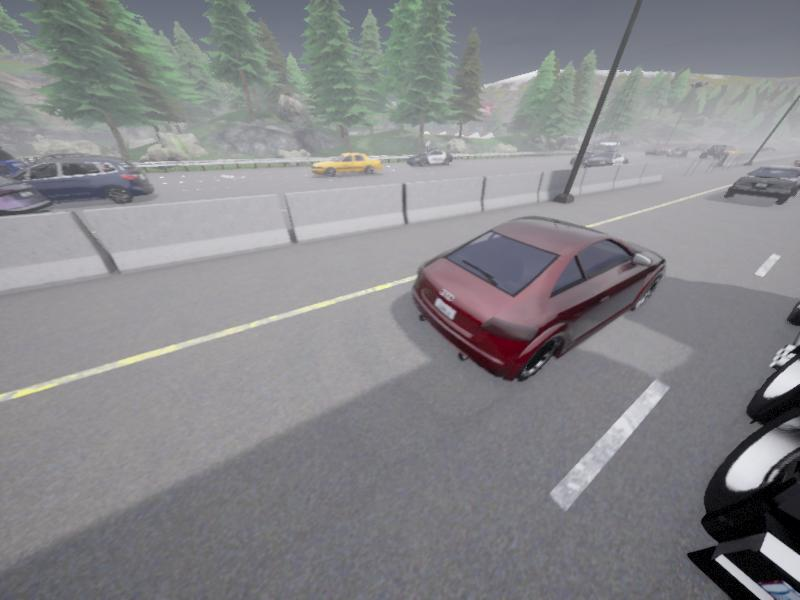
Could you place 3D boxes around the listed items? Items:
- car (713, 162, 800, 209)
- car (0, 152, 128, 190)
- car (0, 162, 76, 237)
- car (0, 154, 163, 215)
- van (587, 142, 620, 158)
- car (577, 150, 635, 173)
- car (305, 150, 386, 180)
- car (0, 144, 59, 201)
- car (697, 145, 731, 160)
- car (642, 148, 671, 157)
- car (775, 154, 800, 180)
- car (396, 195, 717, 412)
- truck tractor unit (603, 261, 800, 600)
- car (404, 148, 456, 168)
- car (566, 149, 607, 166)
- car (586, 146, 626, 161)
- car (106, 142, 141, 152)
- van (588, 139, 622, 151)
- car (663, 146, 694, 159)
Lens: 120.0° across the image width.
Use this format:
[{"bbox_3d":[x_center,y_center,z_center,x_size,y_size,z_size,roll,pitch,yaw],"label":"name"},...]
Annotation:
[{"bbox_3d":[17.931,-5.689,11.149,5.357,1.411,2.033,-18,39,-25],"label":"car"},{"bbox_3d":[-18.913,-7.476,13.228,3.705,1.549,1.789,-19,39,-24],"label":"car"},{"bbox_3d":[-13.108,-2.472,6.023,4.856,1.649,2.033,-18,39,-25],"label":"car"},{"bbox_3d":[-13.234,-4.765,9.285,4.611,1.667,2.242,-18,39,-25],"label":"car"},{"bbox_3d":[34.246,-25.242,38.860,4.480,2.038,2.069,-19,39,-24],"label":"van"},{"bbox_3d":[19.466,-13.204,21.850,4.974,1.542,2.038,-19,39,-24],"label":"car"},{"bbox_3d":[-3.885,-10.139,17.183,5.366,1.575,1.801,-18,39,-25],"label":"car"},{"bbox_3d":[-19.532,-5.148,9.450,5.566,2.045,2.150,-18,39,-25],"label":"car"},{"bbox_3d":[49.068,-23.126,36.098,3.866,1.878,1.905,-18,39,-25],"label":"car"},{"bbox_3d":[46.144,-26.546,41.514,4.718,1.301,1.895,-18,39,-25],"label":"car"},{"bbox_3d":[31.897,-10.362,17.880,4.974,1.542,2.038,-18,39,-25],"label":"car"},{"bbox_3d":[2.258,-0.502,3.561,4.181,1.385,1.994,-18,39,-25],"label":"car"},{"bbox_3d":[5.107,-0.302,0.796,6.516,4.208,3.053,-18,39,-25],"label":"truck tractor unit"},{"bbox_3d":[3.067,-14.732,23.898,4.974,1.542,2.038,-19,39,-24],"label":"car"},{"bbox_3d":[20.989,-16.079,26.011,3.633,1.501,1.845,-19,39,-25],"label":"car"},{"bbox_3d":[29.718,-21.233,33.386,4.611,1.667,2.242,-18,39,-24],"label":"car"},{"bbox_3d":[-56.325,-31.244,47.179,2.128,1.511,4.902,-8,36,-12],"label":"car"},{"bbox_3d":[54.360,-41.408,61.508,1.988,2.561,5.915,-18,39,-25],"label":"van"},{"bbox_3d":[45.667,-24.202,37.863,3.988,1.617,1.851,-18,39,-25],"label":"car"}]
